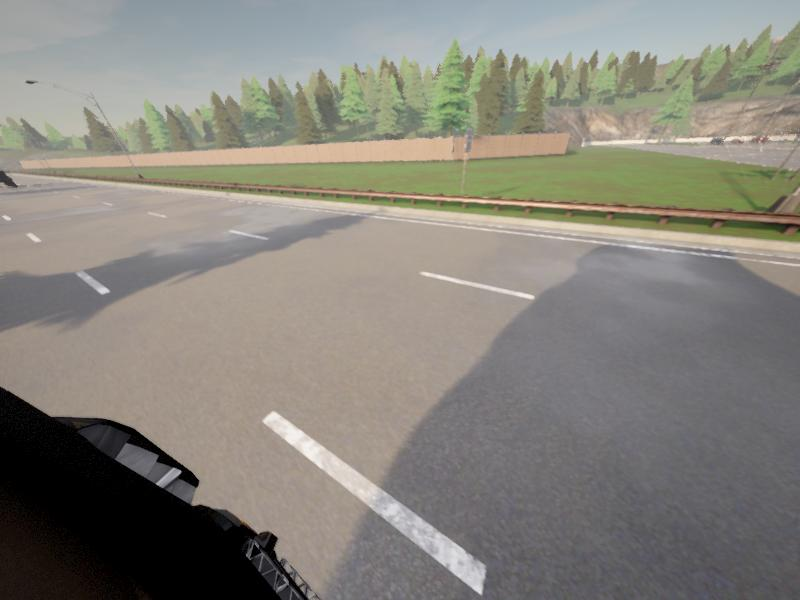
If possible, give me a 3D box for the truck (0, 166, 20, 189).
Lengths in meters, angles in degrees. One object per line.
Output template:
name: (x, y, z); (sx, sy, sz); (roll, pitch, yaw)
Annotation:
truck: (-46.640, -13.932, 26.216); (6.274, 2.098, 2.390); (16, 38, 26)
